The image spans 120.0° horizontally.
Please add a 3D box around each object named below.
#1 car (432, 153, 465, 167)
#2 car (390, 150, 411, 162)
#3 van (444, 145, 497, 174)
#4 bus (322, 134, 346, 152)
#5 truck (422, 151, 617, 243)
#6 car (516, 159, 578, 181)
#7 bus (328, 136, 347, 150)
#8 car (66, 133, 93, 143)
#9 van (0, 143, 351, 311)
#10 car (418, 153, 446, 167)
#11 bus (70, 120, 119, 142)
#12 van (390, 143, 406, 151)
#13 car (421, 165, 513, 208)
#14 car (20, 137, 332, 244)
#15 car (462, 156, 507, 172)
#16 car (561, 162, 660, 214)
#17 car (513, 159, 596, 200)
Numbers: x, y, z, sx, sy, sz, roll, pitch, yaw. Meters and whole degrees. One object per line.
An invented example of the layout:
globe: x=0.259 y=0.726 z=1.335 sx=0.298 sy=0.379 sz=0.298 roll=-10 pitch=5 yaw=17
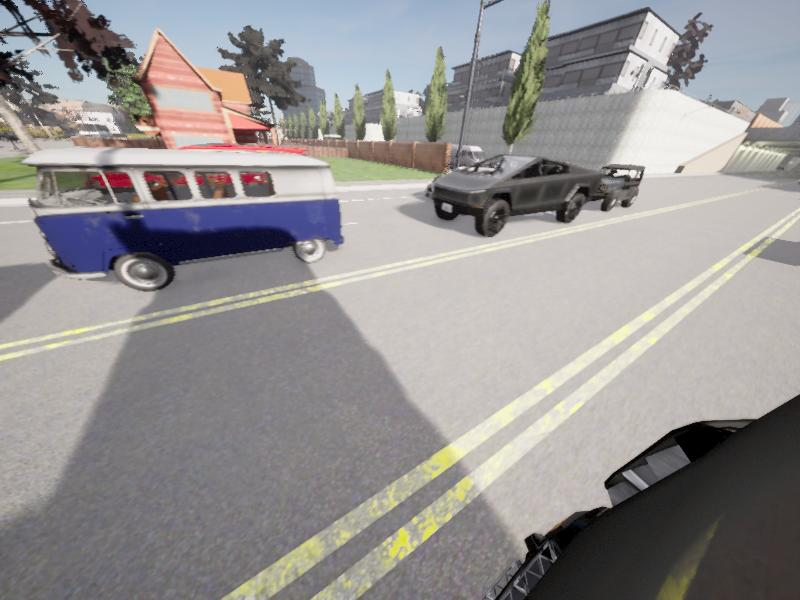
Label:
car: x=7.194 y=-21.134 z=34.823 sx=1.837 sy=1.490 sz=4.892 roll=-17 pitch=38 yaw=-26
car: x=0.067 y=-24.275 z=38.966 sx=1.789 sy=1.549 sz=3.705 roll=-16 pitch=38 yaw=-26
van: x=8.124 y=-16.870 z=27.548 sx=1.988 sy=2.561 sz=5.915 roll=-16 pitch=38 yaw=-26
bus: x=-21.126 y=-50.004 z=73.574 sx=3.944 sy=4.253 sz=10.273 roll=-16 pitch=38 yaw=-26
truck: x=4.141 y=-3.827 z=8.084 sx=6.274 sy=2.098 sz=2.390 roll=-15 pitch=38 yaw=-25
car: x=15.015 y=-13.517 z=23.944 sx=2.128 sy=1.511 sz=4.902 roll=-16 pitch=38 yaw=-26
bus: x=-24.820 y=-62.087 z=91.350 sx=3.944 sy=4.253 sz=10.273 roll=-16 pitch=38 yaw=-26
car: x=-73.478 y=-37.202 z=53.047 sx=1.801 sy=1.575 sz=5.366 roll=-17 pitch=38 yaw=-27
van: x=-3.452 y=-1.653 z=4.375 sx=4.442 sy=1.987 sz=1.775 roll=-16 pitch=38 yaw=-26
car: x=4.482 y=-19.950 z=32.865 sx=1.970 sy=1.475 sz=3.806 roll=-16 pitch=38 yaw=-26
bus: x=-79.411 y=-44.060 z=60.457 sx=3.944 sy=4.253 sz=10.273 roll=-17 pitch=38 yaw=-27
van: x=-0.869 y=-58.864 z=88.919 sx=5.915 sy=2.561 sz=1.988 roll=-19 pitch=39 yaw=-24
car: x=3.221 y=-5.638 z=11.297 sx=3.806 sy=1.475 sz=1.970 roll=-16 pitch=38 yaw=-26
car: x=-5.201 y=-3.401 z=6.812 sx=5.566 sy=2.045 sz=2.150 roll=-16 pitch=38 yaw=-26
car: x=10.765 y=-17.621 z=29.901 sx=2.033 sy=1.411 sz=5.357 roll=-16 pitch=38 yaw=-26
car: x=10.397 y=-5.672 z=11.493 sx=3.866 sy=1.878 sz=1.905 roll=-17 pitch=38 yaw=-27
car: x=9.444 y=-7.488 z=14.161 sx=4.605 sy=1.855 sz=1.932 roll=-18 pitch=39 yaw=-28
